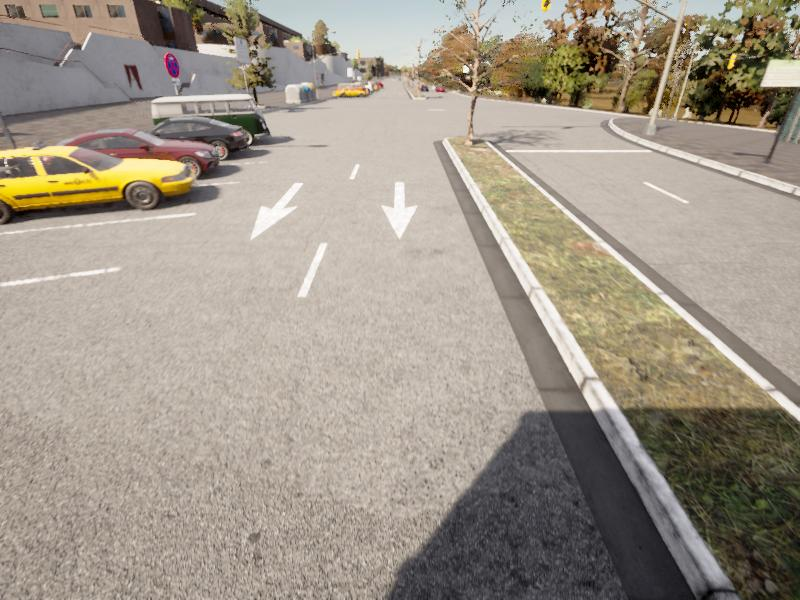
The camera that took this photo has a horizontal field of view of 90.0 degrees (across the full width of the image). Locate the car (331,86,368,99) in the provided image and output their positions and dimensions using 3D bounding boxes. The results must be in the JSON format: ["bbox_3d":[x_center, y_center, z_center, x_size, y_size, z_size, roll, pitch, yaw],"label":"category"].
[{"bbox_3d":[-7.917,-32.727,63.005,5.366,1.575,1.946,-11,30,-17],"label":"car"}]

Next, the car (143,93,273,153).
[{"bbox_3d":[-7.968,-7.638,17.104,4.442,1.987,1.878,-11,32,-17],"label":"car"}]

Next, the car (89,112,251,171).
[{"bbox_3d":[-8.068,-5.880,14.628,4.674,1.452,2.002,-11,32,-17],"label":"car"}]

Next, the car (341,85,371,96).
[{"bbox_3d":[-8.087,-38.466,73.388,4.892,1.521,2.231,-11,31,-17],"label":"car"}]

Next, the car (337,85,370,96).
[{"bbox_3d":[-8.266,-36.993,70.720,5.366,1.575,1.946,-11,31,-17],"label":"car"}]

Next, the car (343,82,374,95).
[{"bbox_3d":[-8.125,-41.561,78.475,5.566,2.045,2.435,-11,31,-17],"label":"car"}]

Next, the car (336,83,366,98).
[{"bbox_3d":[-7.985,-34.355,65.486,4.442,1.987,1.878,-11,30,-17],"label":"car"}]

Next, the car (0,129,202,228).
[{"bbox_3d":[-7.898,-2.948,9.523,5.366,1.575,1.946,-11,32,-17],"label":"car"}]

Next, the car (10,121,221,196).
[{"bbox_3d":[-8.075,-4.379,12.061,4.674,1.452,2.002,-11,32,-17],"label":"car"}]

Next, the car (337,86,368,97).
[{"bbox_3d":[-8.117,-35.547,68.171,4.792,1.488,2.163,-11,31,-17],"label":"car"}]
